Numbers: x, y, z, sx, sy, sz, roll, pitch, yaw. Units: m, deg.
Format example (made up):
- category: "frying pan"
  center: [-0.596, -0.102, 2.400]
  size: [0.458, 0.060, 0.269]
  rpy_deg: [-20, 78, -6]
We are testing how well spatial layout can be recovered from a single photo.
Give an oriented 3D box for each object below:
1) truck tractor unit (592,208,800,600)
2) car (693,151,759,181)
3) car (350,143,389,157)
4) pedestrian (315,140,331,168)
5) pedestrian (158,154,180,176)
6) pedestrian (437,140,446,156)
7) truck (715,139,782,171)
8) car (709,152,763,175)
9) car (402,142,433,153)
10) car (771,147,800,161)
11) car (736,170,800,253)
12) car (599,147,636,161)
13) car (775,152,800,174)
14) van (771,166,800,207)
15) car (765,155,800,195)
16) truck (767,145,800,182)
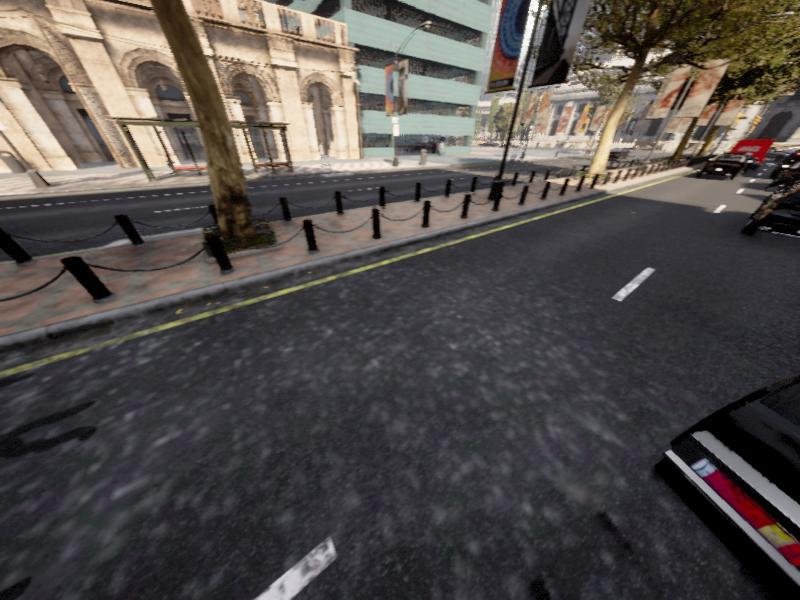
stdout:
- category: "truck tractor unit"
  center: [5.347, 0.064, 0.301]
  size: [6.516, 4.208, 3.053]
  rpy_deg: [-5, 35, -9]
- category: "car"
  center: [24.875, -10.290, 17.596]
  size: [5.238, 1.638, 1.930]
  rpy_deg: [-21, 41, -29]
- category: "car"
  center: [-4.064, -20.540, 31.541]
  size: [4.786, 1.482, 2.161]
  rpy_deg: [-22, 41, -29]
- category: "pedestrian"
  center: [-6.101, -11.611, 18.382]
  size: [0.751, 1.860, 0.751]
  rpy_deg: [-21, 41, -28]
- category: "pedestrian"
  center: [-13.956, -8.151, 13.990]
  size: [0.500, 1.100, 0.500]
  rpy_deg: [-22, 41, -29]
- category: "pedestrian"
  center: [5.712, -20.835, 31.674]
  size: [0.751, 1.860, 0.751]
  rpy_deg: [-27, 44, -33]
- category: "truck"
  center: [35.357, -14.795, 23.458]
  size: [5.204, 2.467, 2.627]
  rpy_deg: [-22, 41, -28]
- category: "car"
  center: [30.028, -12.271, 20.642]
  size: [3.806, 1.475, 1.970]
  rpy_deg: [-22, 41, -28]
- category: "car"
  center: [3.025, -26.307, 39.776]
  size: [4.902, 1.511, 2.128]
  rpy_deg: [-22, 41, -29]
- category: "car"
  center: [60.484, -21.754, 34.535]
  size: [2.152, 1.651, 5.027]
  rpy_deg: [-22, 41, -28]
- category: "car"
  center: [12.078, -2.673, 6.689]
  size: [4.892, 1.490, 1.837]
  rpy_deg: [-22, 41, -28]
- category: "car"
  center: [30.638, -20.599, 32.524]
  size: [5.357, 1.411, 2.033]
  rpy_deg: [-22, 41, -28]
- category: "car"
  center: [37.556, -12.810, 21.520]
  size: [4.902, 1.511, 2.128]
  rpy_deg: [-22, 41, -28]
- category: "van"
  center: [18.209, -4.468, 8.875]
  size: [2.069, 2.038, 4.480]
  rpy_deg: [19, 39, 24]
- category: "car"
  center: [23.335, -7.208, 13.200]
  size: [5.238, 1.638, 1.930]
  rpy_deg: [-22, 41, -28]
- category: "truck"
  center: [30.505, -10.245, 17.243]
  size: [6.274, 2.098, 2.390]
  rpy_deg: [-22, 41, -28]
